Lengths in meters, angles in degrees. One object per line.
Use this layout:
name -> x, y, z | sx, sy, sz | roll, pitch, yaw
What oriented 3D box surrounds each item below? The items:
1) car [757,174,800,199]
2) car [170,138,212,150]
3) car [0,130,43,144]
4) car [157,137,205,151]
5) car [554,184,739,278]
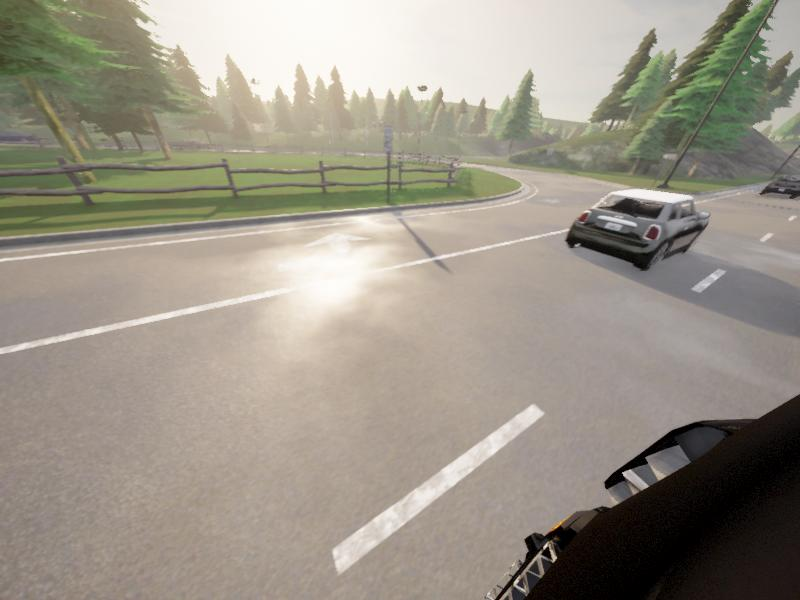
car -> 31.706, -9.324, 18.891 | 4.193, 1.474, 1.816 | -16, 38, -26
car -> -37.983, -28.559, 42.205 | 5.366, 1.575, 1.801 | -16, 38, -26
car -> -59.076, -24.777, 35.006 | 5.008, 1.535, 1.882 | -16, 38, -26
car -> -34.877, -24.965, 37.043 | 5.027, 1.651, 2.152 | -16, 38, -26
car -> 6.446, -2.063, 6.146 | 3.806, 1.475, 1.970 | -16, 38, -26
